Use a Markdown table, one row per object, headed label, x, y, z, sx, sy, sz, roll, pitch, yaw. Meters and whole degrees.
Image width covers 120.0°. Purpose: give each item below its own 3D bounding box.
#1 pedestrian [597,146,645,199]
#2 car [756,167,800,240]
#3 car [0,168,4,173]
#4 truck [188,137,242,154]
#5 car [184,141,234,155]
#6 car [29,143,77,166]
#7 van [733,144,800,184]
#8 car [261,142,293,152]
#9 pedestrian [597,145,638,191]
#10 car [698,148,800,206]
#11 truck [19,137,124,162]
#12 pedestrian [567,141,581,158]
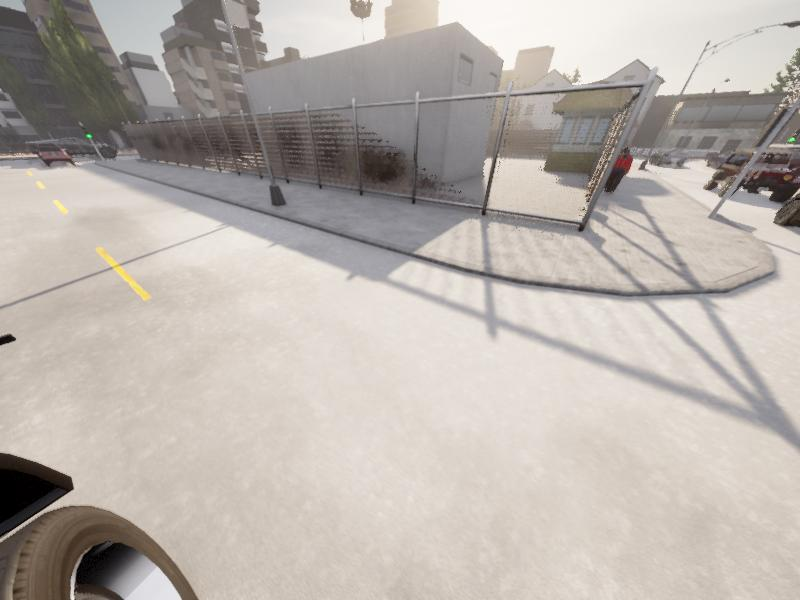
| label | x | y | z | sx | sy | sz | roll | pitch | yaw |
| --- | --- | --- | --- | --- | --- | --- | --- | --- | --- |
| pedestrian | 9.310 | -5.434 | 9.842 | 0.751 | 1.860 | 0.751 | 22 | 40 | 27 |
| car | 12.008 | -2.104 | 5.575 | 2.033 | 1.649 | 4.856 | 22 | 41 | 28 |
| car | -31.566 | -10.252 | 16.959 | 4.193 | 1.474 | 1.816 | 20 | 40 | 26 |
| truck | -30.232 | -25.506 | 38.077 | 2.390 | 2.098 | 6.274 | 22 | 41 | 28 |
| car | -28.438 | -22.834 | 34.695 | 1.930 | 1.638 | 5.238 | 23 | 40 | 28 |
| car | -32.765 | -13.848 | 21.938 | 3.988 | 1.617 | 1.851 | 27 | 43 | 32 |
| van | 25.595 | -9.349 | 15.643 | 1.775 | 1.987 | 4.442 | 22 | 41 | 28 |
| car | -22.225 | -27.759 | 41.902 | 1.812 | 1.442 | 4.674 | 22 | 41 | 28 |
| pedestrian | 10.593 | -6.470 | 11.322 | 0.751 | 1.860 | 0.751 | 22 | 41 | 28 |
| car | 16.506 | -5.906 | 10.776 | 1.905 | 1.878 | 3.866 | 22 | 41 | 28 |
| truck | -35.963 | -16.763 | 25.624 | 2.390 | 2.098 | 6.274 | 22 | 40 | 28 |
| pedestrian | 22.731 | -19.715 | 30.225 | 0.751 | 1.860 | 0.751 | -29 | 45 | -35 |
